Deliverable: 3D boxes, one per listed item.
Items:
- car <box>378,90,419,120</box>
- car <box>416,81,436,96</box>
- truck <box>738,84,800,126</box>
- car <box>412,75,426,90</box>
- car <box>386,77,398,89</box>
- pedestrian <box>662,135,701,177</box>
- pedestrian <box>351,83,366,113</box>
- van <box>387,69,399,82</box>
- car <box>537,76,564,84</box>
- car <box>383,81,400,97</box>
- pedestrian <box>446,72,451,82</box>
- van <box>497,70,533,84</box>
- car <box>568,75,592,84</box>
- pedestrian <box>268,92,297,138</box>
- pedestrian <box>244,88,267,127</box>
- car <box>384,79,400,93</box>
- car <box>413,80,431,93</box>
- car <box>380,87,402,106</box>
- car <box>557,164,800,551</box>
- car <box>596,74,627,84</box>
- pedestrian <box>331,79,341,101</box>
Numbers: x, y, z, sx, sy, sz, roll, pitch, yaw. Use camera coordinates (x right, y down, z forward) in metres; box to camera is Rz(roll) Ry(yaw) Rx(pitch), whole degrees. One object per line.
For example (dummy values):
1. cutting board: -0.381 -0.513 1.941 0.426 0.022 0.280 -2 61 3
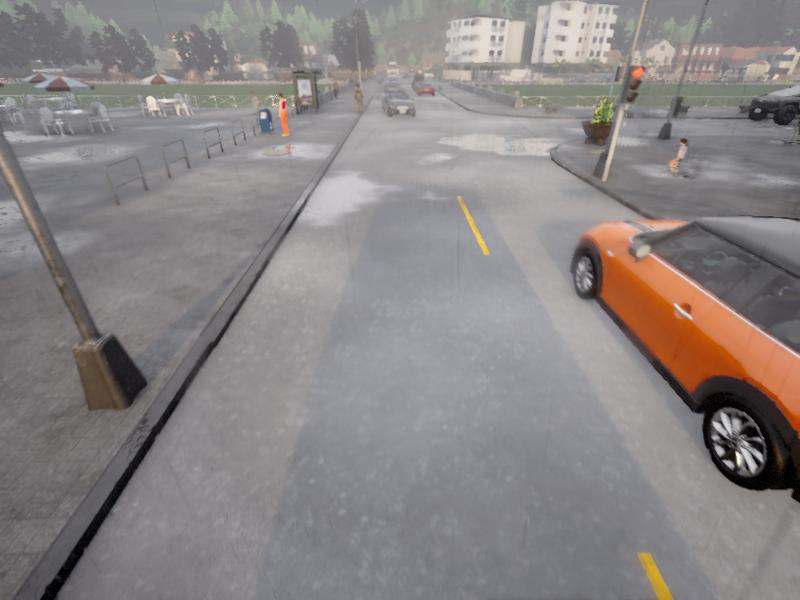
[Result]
1. car: -0.202 -13.591 27.726 2.128 1.511 4.902 -5 31 -8
2. car: 3.028 -25.286 47.859 1.994 1.385 4.181 -1 30 -2
3. truck: 25.007 -11.905 24.338 6.274 2.098 2.390 0 30 -1
4. car: 2.796 -32.782 60.151 1.905 1.878 3.866 0 30 -1
5. car: -1.251 -34.137 62.848 1.837 1.490 4.892 0 30 -1
6. pedestrian: 8.531 -4.371 12.150 0.500 1.100 0.500 -19 35 -29
7. pedestrian: -2.894 -14.272 28.279 0.751 1.860 0.751 9 31 14
8. van: -1.554 -49.061 87.424 2.351 2.431 6.366 -2 30 -3
9. car: 30.593 -44.788 81.342 4.718 1.301 1.895 0 30 -1
10. car: -0.964 -24.312 46.062 1.837 1.490 4.892 0 30 -1
11. pedestrian: 10.389 -47.816 85.624 0.751 1.860 0.751 5 31 9
12. van: 23.186 -45.234 80.962 6.366 2.431 2.351 0 30 -1
13. car: 36.631 -44.899 81.372 3.806 1.475 1.970 0 30 -1
14. pedestrian: -5.457 -8.656 18.674 0.751 1.860 0.751 15 33 23
15. pedestrian: -7.973 -10.632 22.090 0.751 1.860 0.751 -19 35 -29
16. car: -1.105 -28.854 53.918 2.033 1.411 5.357 0 30 -1
17. car: 2.918 -28.949 54.118 1.994 1.385 4.181 -1 30 -2
18. car: -0.795 -18.498 36.321 1.895 1.301 4.718 0 30 -1
19. car: 3.751 -0.107 4.413 2.097 1.767 4.553 0 30 -1
20. car: 43.013 -45.004 81.421 4.856 1.649 2.033 0 30 -1
21. pedestrian: -6.087 -20.001 38.058 0.751 1.860 0.751 0 30 0
